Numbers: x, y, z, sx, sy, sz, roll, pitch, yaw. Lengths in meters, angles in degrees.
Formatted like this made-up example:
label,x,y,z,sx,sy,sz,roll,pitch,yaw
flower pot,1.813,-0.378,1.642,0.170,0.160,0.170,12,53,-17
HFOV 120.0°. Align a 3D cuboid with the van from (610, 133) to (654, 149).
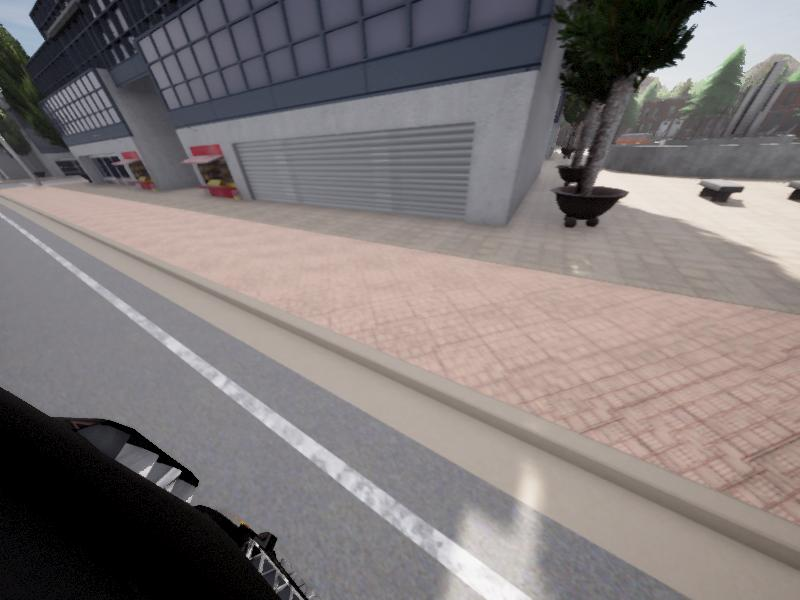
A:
label,x,y,z,sx,sy,sz,roll,pitch,yaw
van,38.617,-26.526,38.559,1.775,1.987,4.442,-19,37,-22
